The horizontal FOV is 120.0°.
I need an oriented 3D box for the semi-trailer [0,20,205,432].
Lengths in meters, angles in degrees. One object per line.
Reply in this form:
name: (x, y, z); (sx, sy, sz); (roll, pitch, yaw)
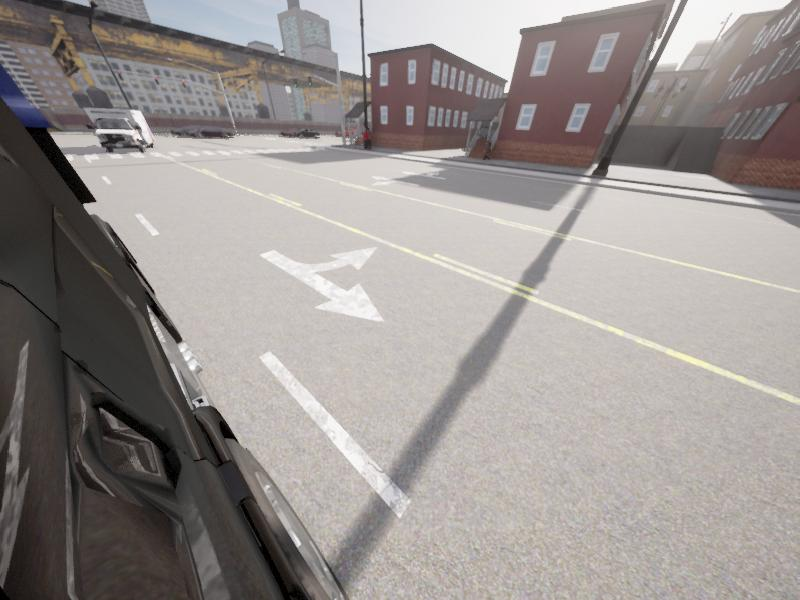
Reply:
semi-trailer: (-8.898, -3.462, 4.019); (14.254, 4.402, 2.717); (26, 43, 28)

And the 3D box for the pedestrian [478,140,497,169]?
pedestrian: (6.851, -11.439, 18.150); (0.751, 1.860, 0.751); (27, 43, 29)

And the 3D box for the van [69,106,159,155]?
van: (-20.211, -12.350, 16.848); (2.351, 2.431, 6.366); (-21, 43, -28)

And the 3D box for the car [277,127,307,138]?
car: (-18.916, -29.533, 40.774); (1.994, 1.385, 4.181); (28, 44, 30)

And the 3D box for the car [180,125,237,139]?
car: (-25.013, -22.094, 30.430); (2.033, 1.411, 5.357); (28, 44, 30)

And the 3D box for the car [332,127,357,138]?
car: (-11.433, -34.782, 48.007); (2.242, 1.667, 4.611); (28, 43, 30)

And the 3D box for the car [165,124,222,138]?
car: (-28.140, -23.217, 31.733); (2.033, 1.411, 5.357); (28, 44, 30)

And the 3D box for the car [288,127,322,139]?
car: (-15.986, -28.321, 39.236); (1.837, 1.490, 4.892); (28, 43, 30)

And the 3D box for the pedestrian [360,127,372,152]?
pedestrian: (-3.230, -15.331, 22.076); (0.751, 1.860, 0.751); (27, 43, 29)

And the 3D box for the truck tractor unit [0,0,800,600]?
truck tractor unit: (-2.645, -0.295, 0.351); (6.516, 4.208, 3.053); (28, 44, 30)
